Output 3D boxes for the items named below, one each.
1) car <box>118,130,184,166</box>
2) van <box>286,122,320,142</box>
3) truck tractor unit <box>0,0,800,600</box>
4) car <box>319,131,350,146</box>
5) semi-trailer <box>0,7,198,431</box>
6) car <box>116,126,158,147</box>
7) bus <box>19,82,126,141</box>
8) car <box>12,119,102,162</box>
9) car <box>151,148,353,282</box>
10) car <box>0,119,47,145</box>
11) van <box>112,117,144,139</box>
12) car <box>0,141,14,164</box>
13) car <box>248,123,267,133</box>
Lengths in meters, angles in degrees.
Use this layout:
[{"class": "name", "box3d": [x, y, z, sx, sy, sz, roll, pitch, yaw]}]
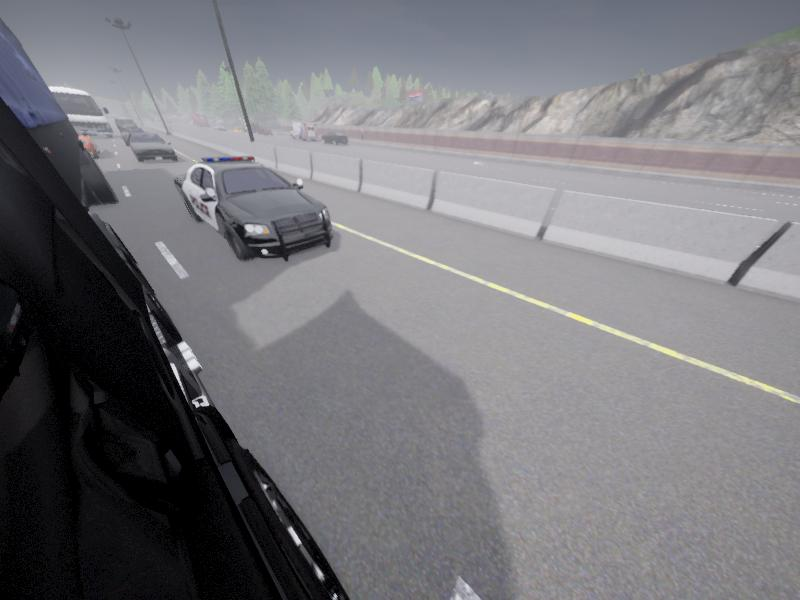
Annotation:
[{"class": "car", "box3d": [-15.570, -9.557, 14.393, 2.033, 1.411, 5.357, -29, 47, -36]}, {"class": "van", "box3d": [-16.267, -28.214, 38.730, 2.351, 2.431, 6.366, -29, 47, -36]}, {"class": "truck tractor unit", "box3d": [-2.645, -0.295, 0.352, 6.516, 4.208, 3.053, 28, 44, 30]}, {"class": "car", "box3d": [-9.541, -23.564, 33.646, 1.882, 1.535, 5.008, -29, 47, -36]}, {"class": "semi-trailer", "box3d": [-8.534, -3.701, 4.396, 14.254, 4.402, 2.717, 30, 44, 32]}, {"class": "car", "box3d": [-24.446, -15.197, 21.442, 1.994, 1.385, 4.181, -29, 47, -36]}, {"class": "bus", "box3d": [-35.904, -20.476, 25.377, 10.273, 4.253, 3.944, 23, 40, 25]}, {"class": "car", "box3d": [-19.908, -9.522, 13.711, 2.097, 1.767, 4.553, -29, 47, -36]}, {"class": "car", "box3d": [-3.551, -2.408, 5.419, 4.974, 1.542, 2.038, 30, 44, 31]}, {"class": "car", "box3d": [-31.391, -13.763, 18.880, 1.882, 1.535, 5.008, -29, 47, -36]}, {"class": "van", "box3d": [-33.716, -21.355, 28.623, 1.775, 1.987, 4.442, -29, 47, -36]}, {"class": "car", "box3d": [-21.220, -7.321, 10.786, 2.152, 1.651, 5.027, -29, 47, -36]}, {"class": "car", "box3d": [-35.348, -42.585, 57.328, 1.905, 1.878, 3.866, 3, 36, 2]}]
